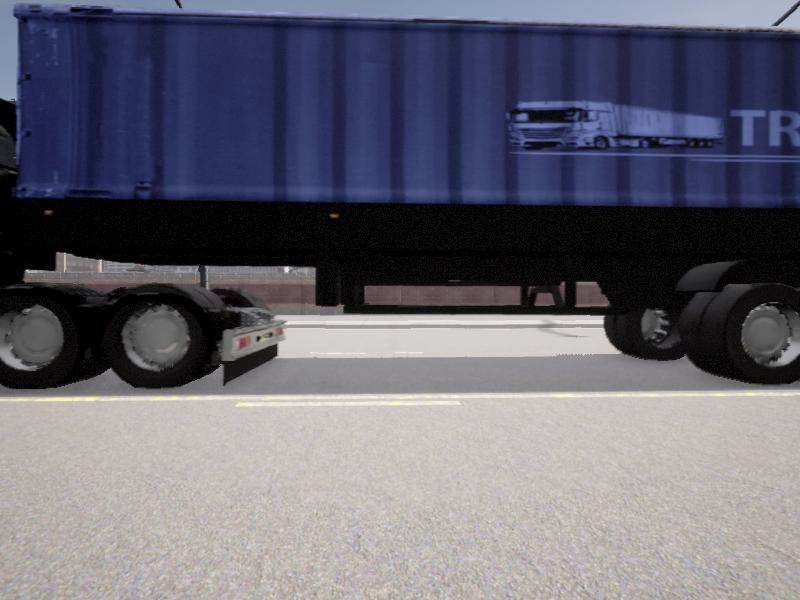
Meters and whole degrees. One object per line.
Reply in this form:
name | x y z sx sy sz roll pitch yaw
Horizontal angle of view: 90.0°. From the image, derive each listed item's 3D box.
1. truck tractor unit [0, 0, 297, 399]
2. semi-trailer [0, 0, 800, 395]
truck tractor unit | -5.056 -1.116 5.513 6.516 4.208 3.053 0 0 -2
semi-trailer | 2.854 -1.217 5.781 14.254 4.402 2.717 0 0 -2
